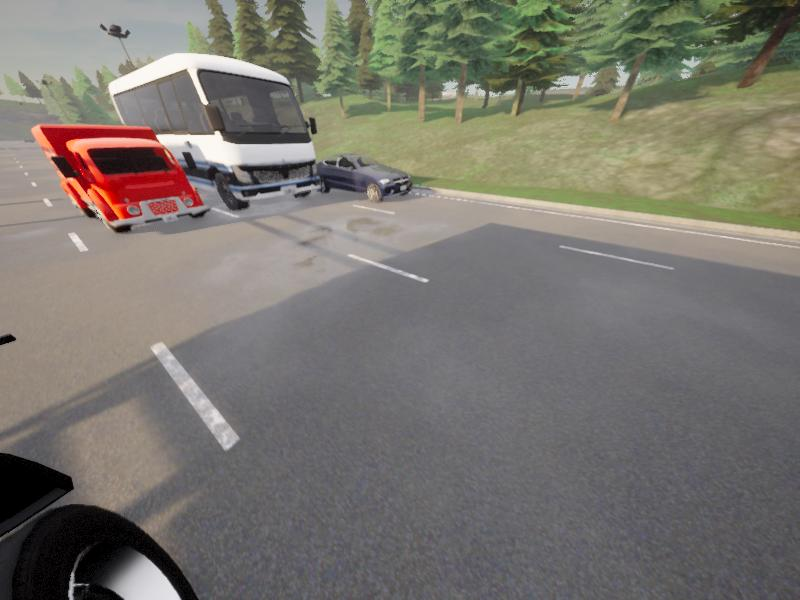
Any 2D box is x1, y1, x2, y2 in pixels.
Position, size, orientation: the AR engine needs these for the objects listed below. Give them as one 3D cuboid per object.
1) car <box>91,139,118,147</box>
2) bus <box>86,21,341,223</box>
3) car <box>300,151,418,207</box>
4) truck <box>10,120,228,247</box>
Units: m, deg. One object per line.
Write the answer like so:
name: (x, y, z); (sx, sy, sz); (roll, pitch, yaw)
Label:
car: (-70.463, -37.503, 55.169); (2.128, 1.511, 4.902); (-15, 38, -21)
bus: (-7.900, -6.858, 9.866); (10.273, 4.253, 3.944); (22, 41, 28)
car: (-1.906, -5.708, 10.572); (5.027, 1.651, 2.152); (22, 41, 28)
truck: (-8.416, -3.789, 7.058); (5.204, 2.467, 2.627); (22, 41, 28)
